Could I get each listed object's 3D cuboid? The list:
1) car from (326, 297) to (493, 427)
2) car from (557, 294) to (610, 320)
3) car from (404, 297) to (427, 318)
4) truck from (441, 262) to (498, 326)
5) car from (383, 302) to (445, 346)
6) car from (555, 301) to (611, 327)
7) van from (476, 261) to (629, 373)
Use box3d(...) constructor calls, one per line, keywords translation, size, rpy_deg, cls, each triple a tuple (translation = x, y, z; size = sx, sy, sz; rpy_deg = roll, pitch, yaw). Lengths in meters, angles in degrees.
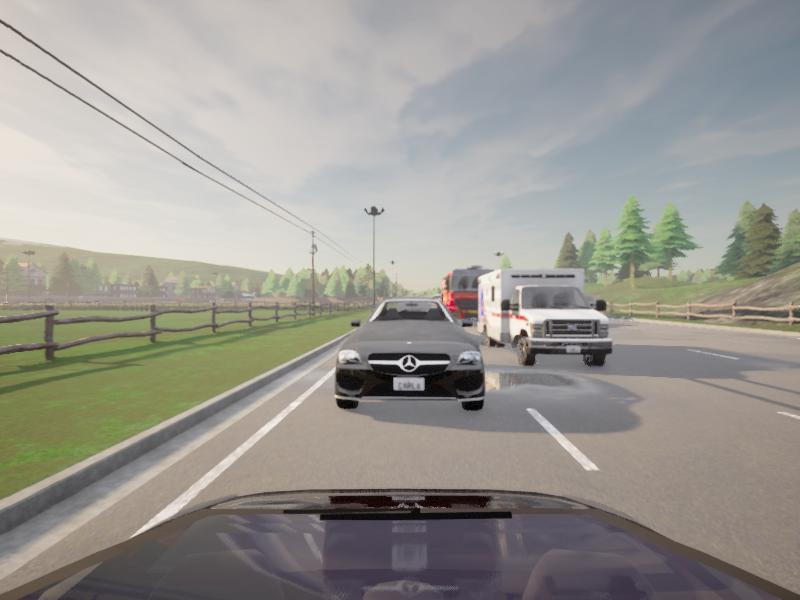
box3d(translation=(0.222, 0.774, 7.659), size=(2.152, 1.651, 5.027), rpy_deg=(0, 0, 2), cls="car")
box3d(translation=(15.345, 0.552, 33.945), size=(2.150, 2.045, 5.566), rpy_deg=(0, 0, 2), cls="car")
box3d(translation=(1.435, 0.631, 36.321), size=(1.932, 1.855, 4.605), rpy_deg=(0, 0, 3), cls="car")
box3d(translation=(4.581, -0.334, 28.049), size=(2.891, 3.827, 8.468), rpy_deg=(0, 0, 2), cls="truck")
box3d(translation=(0.582, 0.841, 16.196), size=(2.163, 1.488, 4.792), rpy_deg=(0, 0, 2), cls="car")
box3d(translation=(11.478, 0.841, 25.397), size=(1.970, 1.475, 3.806), rpy_deg=(0, 0, 2), cls="car")
box3d(translation=(3.897, 0.371, 11.866), size=(2.351, 2.431, 6.366), rpy_deg=(0, 0, 2), cls="van")
